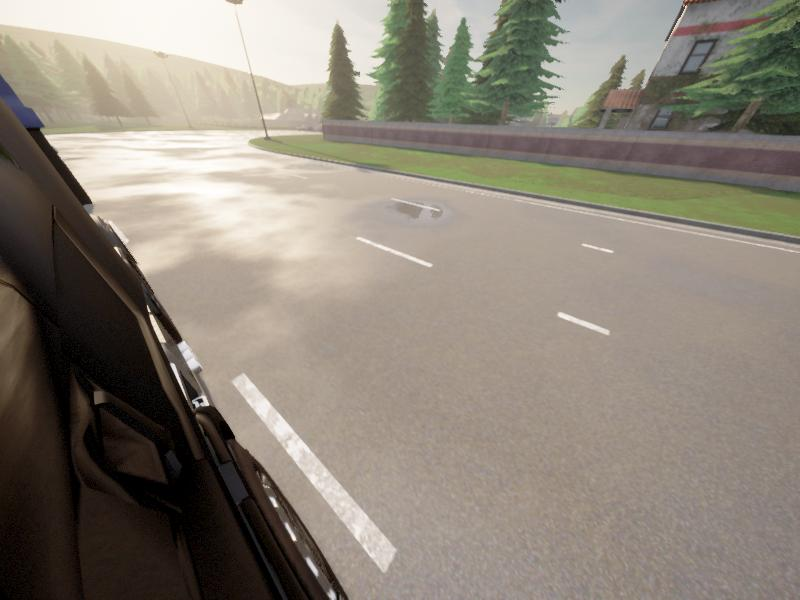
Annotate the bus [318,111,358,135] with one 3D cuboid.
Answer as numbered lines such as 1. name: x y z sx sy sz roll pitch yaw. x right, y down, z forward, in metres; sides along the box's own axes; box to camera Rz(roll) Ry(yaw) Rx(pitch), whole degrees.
1. bus: -15.349 -44.721 58.594 3.944 4.253 10.273 17 39 18

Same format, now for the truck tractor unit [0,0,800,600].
1. truck tractor unit: -2.645 -0.295 0.352 6.516 4.208 3.053 28 44 30

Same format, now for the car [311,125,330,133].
1. car: -21.369 -46.230 62.396 2.033 1.649 4.856 17 39 18

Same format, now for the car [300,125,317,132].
1. car: -24.889 -46.736 62.981 1.816 1.474 4.193 17 39 18

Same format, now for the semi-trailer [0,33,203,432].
1. semi-trailer: -8.793 -3.542 4.126 14.254 4.402 2.717 27 43 29
